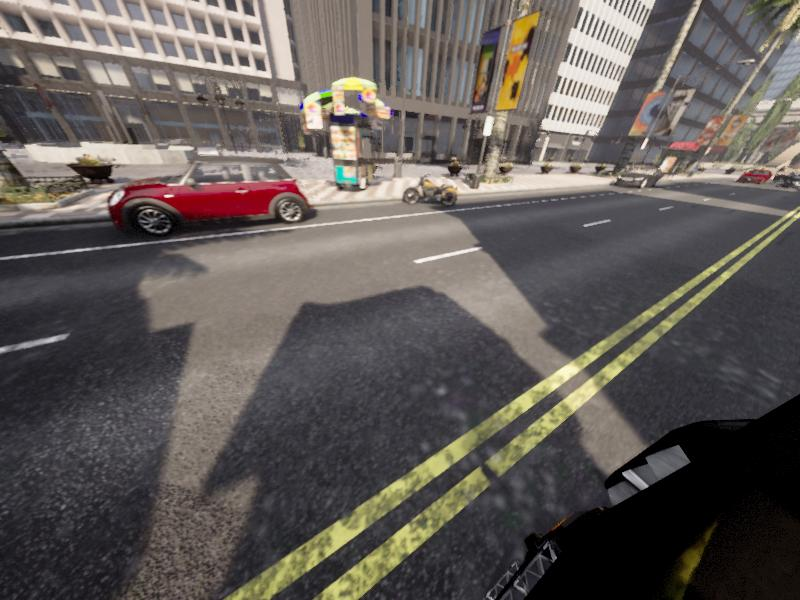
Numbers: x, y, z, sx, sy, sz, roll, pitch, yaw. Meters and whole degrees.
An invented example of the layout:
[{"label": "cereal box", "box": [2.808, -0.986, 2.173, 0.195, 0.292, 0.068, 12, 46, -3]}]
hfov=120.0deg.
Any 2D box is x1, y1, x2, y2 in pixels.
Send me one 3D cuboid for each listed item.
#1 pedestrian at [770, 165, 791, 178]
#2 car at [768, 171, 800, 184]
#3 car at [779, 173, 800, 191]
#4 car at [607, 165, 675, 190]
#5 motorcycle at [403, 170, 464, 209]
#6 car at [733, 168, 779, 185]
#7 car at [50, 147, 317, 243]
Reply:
[{"label": "pedestrian", "box": [64.732, -21.893, 39.310, 0.751, 1.860, 0.751, -2, 34, -7]}, {"label": "car", "box": [55.187, -17.231, 32.488, 4.718, 1.301, 1.895, -7, 35, -14]}, {"label": "car", "box": [42.784, -12.573, 24.511, 4.674, 1.442, 1.812, -16, 38, -25]}, {"label": "car", "box": [20.284, -10.389, 19.442, 4.892, 1.521, 2.231, -16, 39, -26]}, {"label": "motorcycle", "box": [1.331, -4.675, 9.797, 2.356, 1.277, 0.764, 2, 34, -2]}, {"label": "car", "box": [43.036, -14.918, 27.910, 5.008, 1.535, 1.882, -15, 38, -25]}, {"label": "car", "box": [-5.085, -3.144, 6.526, 4.553, 1.767, 2.185, -16, 39, -26]}]
